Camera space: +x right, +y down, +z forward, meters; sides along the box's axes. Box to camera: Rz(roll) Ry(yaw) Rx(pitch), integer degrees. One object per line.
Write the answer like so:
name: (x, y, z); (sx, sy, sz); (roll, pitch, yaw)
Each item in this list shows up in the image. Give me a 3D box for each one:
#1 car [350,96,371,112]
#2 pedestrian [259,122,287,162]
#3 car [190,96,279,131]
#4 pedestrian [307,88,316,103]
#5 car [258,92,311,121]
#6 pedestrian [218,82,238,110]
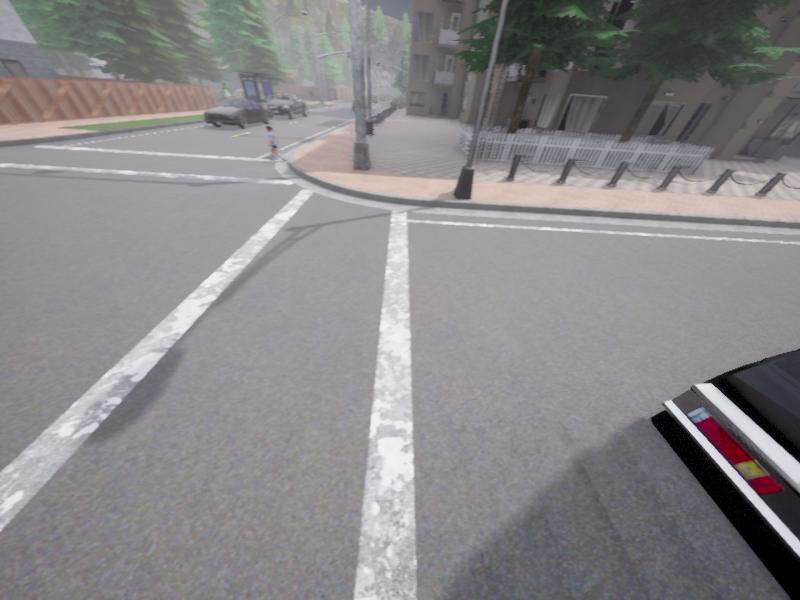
car: (-5.588, -28.422, 33.469); (2.038, 1.542, 4.974); (4, 42, 0)
pedestrian: (-4.440, -5.568, 8.163); (0.500, 1.100, 0.500); (-4, 42, -9)
car: (-10.141, -12.096, 14.857); (2.033, 1.411, 5.357); (4, 42, 0)
pedestrian: (-15.520, -35.930, 40.594); (0.751, 1.860, 0.751); (31, 48, 27)
car: (-9.826, -16.997, 20.218); (2.152, 1.651, 5.027); (4, 42, 0)
pedestrian: (-15.836, -18.777, 21.290); (0.751, 1.860, 0.751); (-9, 43, -14)
